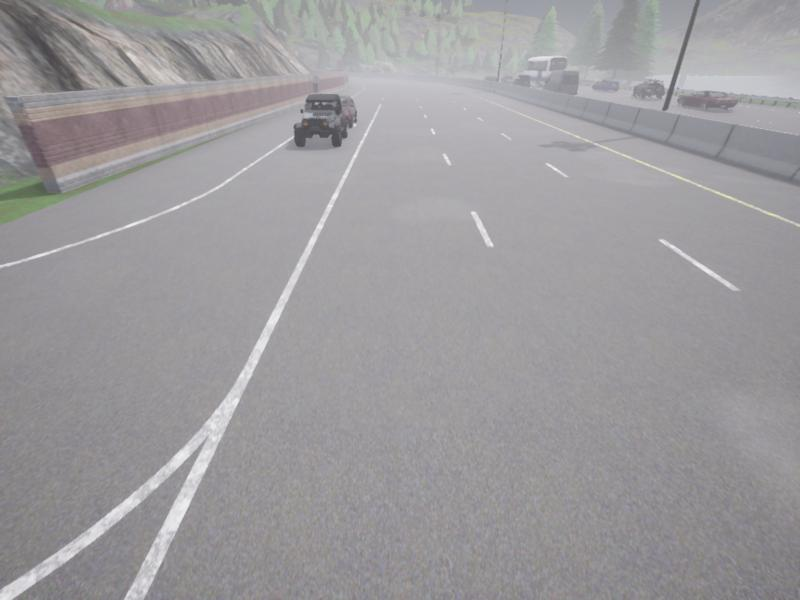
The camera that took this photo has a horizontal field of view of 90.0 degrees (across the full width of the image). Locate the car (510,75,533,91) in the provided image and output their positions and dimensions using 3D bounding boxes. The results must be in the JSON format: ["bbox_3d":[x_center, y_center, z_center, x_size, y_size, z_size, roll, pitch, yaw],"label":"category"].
[{"bbox_3d":[17.429,-31.223,57.432,1.905,1.878,3.866,-1,30,-2],"label":"car"}]

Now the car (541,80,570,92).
[{"bbox_3d":[21.008,-29.068,54.318,1.895,1.301,4.718,-1,30,-2],"label":"car"}]

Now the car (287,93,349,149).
[{"bbox_3d":[-3.492,-8.074,17.895,1.905,1.878,3.866,0,30,0],"label":"car"}]

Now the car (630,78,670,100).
[{"bbox_3d":[26.239,-22.282,42.174,1.932,1.855,4.605,6,31,10],"label":"car"}]

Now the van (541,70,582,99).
[{"bbox_3d":[17.520,-23.646,43.833,1.988,2.561,5.915,0,29,0],"label":"van"}]

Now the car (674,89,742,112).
[{"bbox_3d":[24.515,-16.048,32.104,1.895,1.301,4.718,0,30,0],"label":"car"}]

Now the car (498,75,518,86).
[{"bbox_3d":[19.472,-39.793,72.402,1.851,1.617,3.988,-5,31,-8],"label":"car"}]

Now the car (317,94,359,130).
[{"bbox_3d":[-3.490,-10.908,23.067,1.789,1.549,3.705,0,30,0],"label":"car"}]

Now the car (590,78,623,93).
[{"bbox_3d":[28.009,-29.210,54.416,2.007,1.525,4.514,-1,30,-2],"label":"car"}]

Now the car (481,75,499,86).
[{"bbox_3d":[16.078,-39.327,71.567,1.789,1.549,3.705,-4,31,-7],"label":"car"}]

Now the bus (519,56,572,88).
[{"bbox_3d":[23.651,-37.667,66.074,3.944,4.253,10.273,-3,30,-5],"label":"bus"}]
